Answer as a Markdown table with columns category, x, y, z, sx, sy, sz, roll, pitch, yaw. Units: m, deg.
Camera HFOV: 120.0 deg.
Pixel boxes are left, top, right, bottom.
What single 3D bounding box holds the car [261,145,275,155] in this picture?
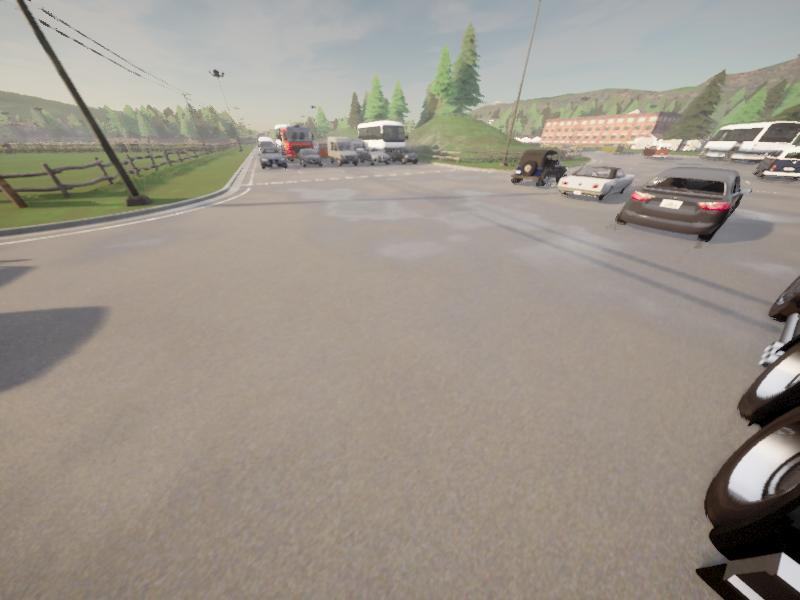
| category | x | y | z | sx | sy | sz | roll | pitch | yaw |
| --- | --- | --- | --- | --- | --- | --- | --- | --- | --- |
| car | -24.454 | -27.814 | 42.767 | 1.994 | 1.385 | 4.181 | -15 | 38 | -21 |

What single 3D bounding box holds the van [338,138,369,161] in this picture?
| category | x | y | z | sx | sy | sz | roll | pitch | yaw |
| --- | --- | --- | --- | --- | --- | --- | --- | --- | --- |
| van | -6.521 | -20.905 | 32.016 | 2.351 | 2.431 | 6.366 | -15 | 38 | -21 |

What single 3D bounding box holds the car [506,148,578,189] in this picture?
| category | x | y | z | sx | sy | sz | roll | pitch | yaw |
| --- | --- | --- | --- | --- | --- | --- | --- | --- | --- |
| car | 8.745 | -8.190 | 14.260 | 3.866 | 1.878 | 1.905 | -24 | 41 | -30 |

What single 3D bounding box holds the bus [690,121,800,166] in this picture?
| category | x | y | z | sx | sy | sz | roll | pitch | yaw |
| --- | --- | --- | --- | --- | --- | --- | --- | --- | --- |
| bus | 45.887 | -21.008 | 30.991 | 3.944 | 4.253 | 10.273 | 16 | 38 | 18 |

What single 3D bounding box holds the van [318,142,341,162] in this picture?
| category | x | y | z | sx | sy | sz | roll | pitch | yaw |
| --- | --- | --- | --- | --- | --- | --- | --- | --- | --- |
| van | -9.275 | -19.405 | 30.215 | 1.775 | 1.987 | 4.442 | -15 | 38 | -21 |

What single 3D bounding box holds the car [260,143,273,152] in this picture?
| category | x | y | z | sx | sy | sz | roll | pitch | yaw |
| --- | --- | --- | --- | --- | --- | --- | --- | --- | --- |
| car | -31.639 | -36.282 | 54.783 | 2.242 | 1.667 | 4.611 | -15 | 38 | -21 |

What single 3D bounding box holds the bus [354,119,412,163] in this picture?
| category | x | y | z | sx | sy | sz | roll | pitch | yaw |
| --- | --- | --- | --- | --- | --- | --- | --- | --- | --- |
| bus | -2.608 | -21.782 | 31.713 | 3.944 | 4.253 | 10.273 | -15 | 38 | -21 |

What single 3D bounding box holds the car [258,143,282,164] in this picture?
| category | x | y | z | sx | sy | sz | roll | pitch | yaw |
| --- | --- | --- | --- | --- | --- | --- | --- | --- | --- |
| car | -15.517 | -17.579 | 27.622 | 1.932 | 1.855 | 4.605 | -15 | 38 | -21 |

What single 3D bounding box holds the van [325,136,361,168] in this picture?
| category | x | y | z | sx | sy | sz | roll | pitch | yaw |
| --- | --- | --- | --- | --- | --- | --- | --- | --- | --- |
| van | -6.228 | -16.071 | 24.943 | 1.988 | 2.561 | 5.915 | -15 | 38 | -21 |

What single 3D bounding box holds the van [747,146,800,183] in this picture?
| category | x | y | z | sx | sy | sz | roll | pitch | yaw |
| --- | --- | --- | --- | --- | --- | --- | --- | --- | --- |
| van | 28.792 | -10.245 | 17.265 | 4.480 | 2.038 | 2.069 | -29 | 45 | -35 |

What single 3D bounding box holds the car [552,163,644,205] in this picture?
| category | x | y | z | sx | sy | sz | roll | pitch | yaw |
| --- | --- | --- | --- | --- | --- | --- | --- | --- | --- |
| car | 9.892 | -5.917 | 11.513 | 4.718 | 1.301 | 1.895 | -23 | 41 | -30 |

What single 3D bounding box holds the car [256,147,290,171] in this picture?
| category | x | y | z | sx | sy | sz | roll | pitch | yaw |
| --- | --- | --- | --- | --- | --- | --- | --- | --- | --- |
| car | -12.257 | -13.685 | 22.212 | 2.242 | 1.667 | 4.611 | -15 | 38 | -21 |

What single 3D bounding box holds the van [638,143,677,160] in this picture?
| category | x | y | z | sx | sy | sz | roll | pitch | yaw |
| --- | --- | --- | --- | --- | --- | --- | --- | --- | --- |
| van | 40.802 | -23.723 | 36.816 | 2.069 | 2.038 | 4.480 | 12 | 37 | 15 |

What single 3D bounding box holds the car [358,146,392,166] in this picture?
| category | x | y | z | sx | sy | sz | roll | pitch | yaw |
| --- | --- | --- | --- | --- | --- | --- | --- | --- | --- |
| car | -2.909 | -16.354 | 26.184 | 2.152 | 1.651 | 5.027 | -15 | 38 | -21 |

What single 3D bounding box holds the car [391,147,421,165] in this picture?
| category | x | y | z | sx | sy | sz | roll | pitch | yaw |
| --- | --- | --- | --- | --- | --- | --- | --- | --- | --- |
| car | 0.589 | -16.791 | 26.857 | 1.851 | 1.617 | 3.988 | -15 | 38 | -21 |

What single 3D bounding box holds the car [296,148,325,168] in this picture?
| category | x | y | z | sx | sy | sz | roll | pitch | yaw |
| --- | --- | --- | --- | --- | --- | --- | --- | --- | --- |
| car | -9.361 | -14.763 | 23.946 | 1.837 | 1.490 | 4.892 | -15 | 38 | -21 |

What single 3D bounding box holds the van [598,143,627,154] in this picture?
| category | x | y | z | sx | sy | sz | roll | pitch | yaw |
| --- | --- | --- | --- | --- | --- | --- | --- | --- | --- |
| van | 46.870 | -33.549 | 51.091 | 1.775 | 1.987 | 4.442 | -2 | 35 | -4 |

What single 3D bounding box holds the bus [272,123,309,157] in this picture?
| category | x | y | z | sx | sy | sz | roll | pitch | yaw |
| --- | --- | --- | --- | --- | --- | --- | --- | --- | --- |
| bus | -18.783 | -27.075 | 39.214 | 3.944 | 4.253 | 10.273 | -15 | 38 | -21 |

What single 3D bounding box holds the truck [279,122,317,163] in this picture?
| category | x | y | z | sx | sy | sz | roll | pitch | yaw |
| --- | --- | --- | --- | --- | --- | --- | --- | --- | --- |
| truck | -13.325 | -20.355 | 29.939 | 2.891 | 3.827 | 8.468 | -15 | 38 | -21 |

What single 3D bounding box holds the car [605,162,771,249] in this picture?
| category | x | y | z | sx | sy | sz | roll | pitch | yaw |
| --- | --- | --- | --- | --- | --- | --- | --- | --- | --- |
| car | 9.205 | -3.302 | 7.403 | 4.611 | 1.667 | 2.242 | -22 | 41 | -29 |

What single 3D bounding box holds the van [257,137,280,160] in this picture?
| category | x | y | z | sx | sy | sz | roll | pitch | yaw |
| --- | --- | --- | --- | --- | --- | --- | --- | --- | --- |
| van | -18.887 | -21.789 | 33.083 | 1.988 | 2.561 | 5.915 | -15 | 38 | -21 |

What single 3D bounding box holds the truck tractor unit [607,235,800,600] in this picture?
| category | x | y | z | sx | sy | sz | roll | pitch | yaw |
| --- | --- | --- | --- | --- | --- | --- | --- | --- | --- |
| truck tractor unit | 5.060 | -0.347 | 0.853 | 6.516 | 4.208 | 3.053 | -20 | 40 | -26 |

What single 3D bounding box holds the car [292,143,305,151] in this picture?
| category | x | y | z | sx | sy | sz | roll | pitch | yaw |
| --- | --- | --- | --- | --- | --- | --- | --- | --- | --- |
| car | -24.737 | -37.334 | 56.267 | 1.930 | 1.638 | 5.238 | -15 | 38 | -21 |
